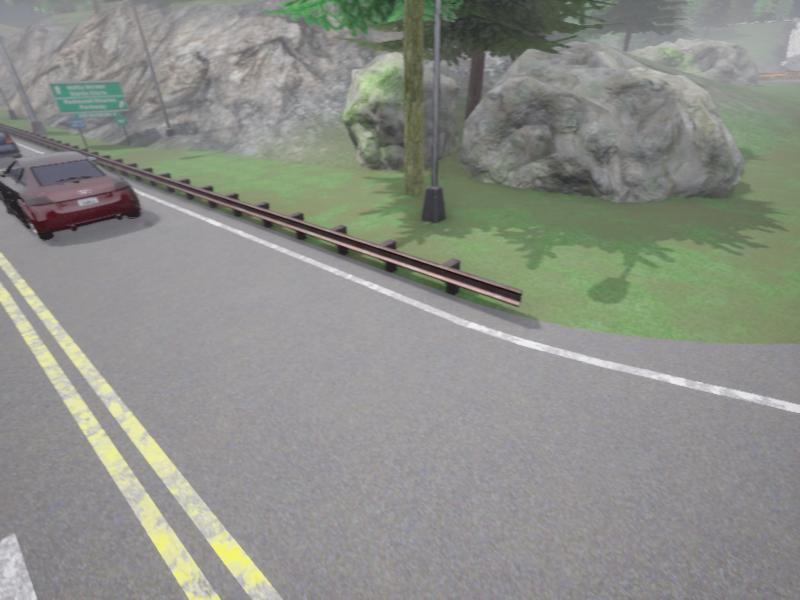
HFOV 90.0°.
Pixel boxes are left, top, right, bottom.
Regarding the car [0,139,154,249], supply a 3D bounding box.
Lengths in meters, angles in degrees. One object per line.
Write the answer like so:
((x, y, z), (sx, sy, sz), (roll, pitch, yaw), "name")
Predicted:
((-7.720, -2.608, 9.093), (4.181, 1.385, 1.994), (22, 38, 35), "car")

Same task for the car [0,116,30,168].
((-15.979, -6.046, 15.188), (3.705, 1.549, 1.789), (22, 38, 34), "car")
